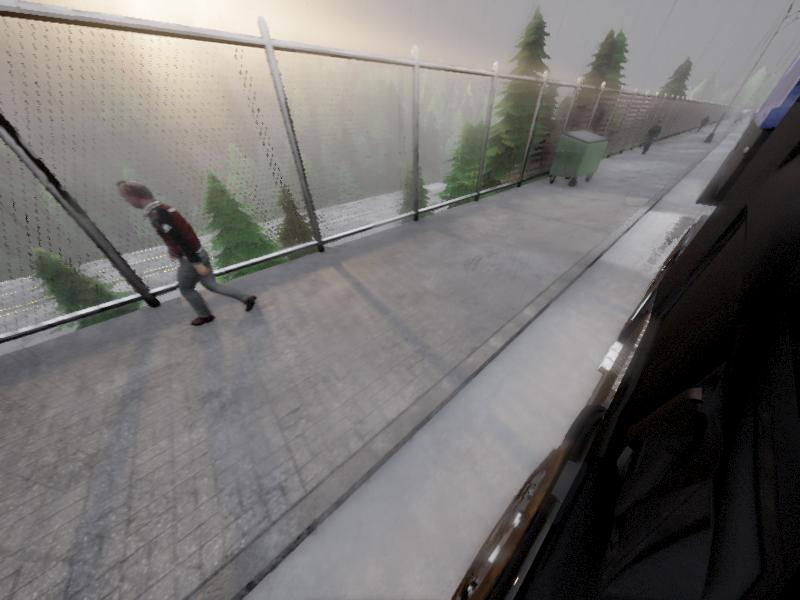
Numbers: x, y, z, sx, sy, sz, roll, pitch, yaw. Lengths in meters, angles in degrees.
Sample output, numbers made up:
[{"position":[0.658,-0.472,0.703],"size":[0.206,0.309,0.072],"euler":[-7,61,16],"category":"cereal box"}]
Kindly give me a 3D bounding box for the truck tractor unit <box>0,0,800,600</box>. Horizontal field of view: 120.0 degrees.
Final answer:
[{"position":[2.645,-0.295,0.352],"size":[6.516,4.208,3.053],"euler":[-28,44,-30],"category":"truck tractor unit"}]

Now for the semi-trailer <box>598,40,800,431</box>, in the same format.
[{"position":[8.691,-3.613,4.231],"size":[14.254,4.402,2.717],"euler":[-28,44,-30],"category":"semi-trailer"}]

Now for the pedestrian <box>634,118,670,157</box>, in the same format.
[{"position":[15.382,-9.910,14.127],"size":[0.751,1.860,0.751],"euler":[29,47,35],"category":"pedestrian"}]

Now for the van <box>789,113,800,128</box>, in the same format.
[{"position":[56.347,-25.023,31.723],"size":[4.480,2.038,2.069],"euler":[-28,44,-30],"category":"van"}]

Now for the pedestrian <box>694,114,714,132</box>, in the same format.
[{"position":[40.558,-23.656,30.856],"size":[0.751,1.860,0.751],"euler":[-27,43,-28],"category":"pedestrian"}]

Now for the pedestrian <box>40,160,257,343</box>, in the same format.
[{"position":[-2.530,-0.504,2.724],"size":[0.751,1.860,0.751],"euler":[-14,38,-15],"category":"pedestrian"}]
